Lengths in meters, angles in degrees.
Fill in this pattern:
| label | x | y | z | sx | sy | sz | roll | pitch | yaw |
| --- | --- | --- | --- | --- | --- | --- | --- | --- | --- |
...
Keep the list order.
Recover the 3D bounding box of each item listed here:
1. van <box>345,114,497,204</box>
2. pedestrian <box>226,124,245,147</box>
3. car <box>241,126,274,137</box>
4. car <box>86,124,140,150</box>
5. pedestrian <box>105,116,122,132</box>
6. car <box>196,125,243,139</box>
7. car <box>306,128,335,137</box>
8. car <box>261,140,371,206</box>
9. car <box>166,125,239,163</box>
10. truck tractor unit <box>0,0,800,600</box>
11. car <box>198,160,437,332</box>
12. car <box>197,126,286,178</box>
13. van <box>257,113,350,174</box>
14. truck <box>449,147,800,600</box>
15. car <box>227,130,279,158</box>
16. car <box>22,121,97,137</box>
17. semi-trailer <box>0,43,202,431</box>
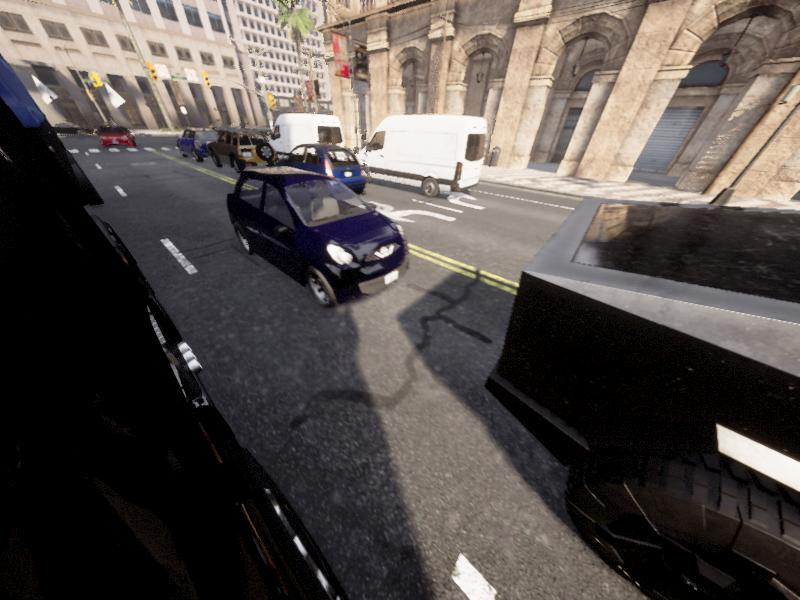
| label | x | y | z | sx | sy | sz | roll | pitch | yaw |
| --- | --- | --- | --- | --- | --- | --- | --- | --- | --- |
| van | 0.501 | -6.177 | 9.816 | 5.915 | 2.561 | 1.988 | 28 | 44 | 30 |
| pedestrian | -16.312 | -16.347 | 22.955 | 0.751 | 1.860 | 0.751 | 30 | 45 | 32 |
| car | -24.650 | -29.119 | 40.009 | 1.994 | 1.385 | 4.181 | 28 | 44 | 30 |
| car | -23.541 | -13.593 | 19.156 | 2.007 | 1.525 | 4.514 | -25 | 45 | -31 |
| pedestrian | -42.135 | -25.941 | 34.003 | 0.751 | 1.860 | 0.751 | 27 | 43 | 29 |
| car | -26.129 | -24.534 | 33.674 | 1.837 | 1.490 | 4.892 | 22 | 41 | 24 |
| car | -16.439 | -34.659 | 47.893 | 2.033 | 1.411 | 5.357 | 28 | 44 | 30 |
| car | -3.189 | -5.026 | 8.835 | 3.988 | 1.617 | 1.851 | 28 | 44 | 30 |
| car | -12.994 | -10.338 | 15.204 | 4.553 | 1.767 | 2.097 | 28 | 44 | 30 |
| truck tractor unit | -2.645 | -0.295 | 0.351 | 6.516 | 4.208 | 3.053 | 28 | 44 | 30 |
| car | -1.487 | -1.332 | 4.053 | 3.633 | 1.501 | 1.845 | 28 | 44 | 30 |
| car | -8.362 | -7.910 | 12.160 | 4.605 | 1.855 | 1.932 | 28 | 44 | 30 |
| van | -5.893 | -9.606 | 14.027 | 5.915 | 2.561 | 1.988 | 28 | 44 | 30 |
| truck | 3.626 | 1.166 | 0.541 | 6.274 | 2.098 | 2.390 | 28 | 44 | 30 |
| car | -11.391 | -12.119 | 17.906 | 3.633 | 1.501 | 1.845 | 28 | 44 | 30 |
| car | -38.757 | -19.595 | 26.476 | 1.895 | 1.301 | 4.718 | 28 | 44 | 30 |
| semi-trailer | -8.698 | -3.597 | 4.241 | 14.254 | 4.402 | 2.717 | 28 | 44 | 30 |
